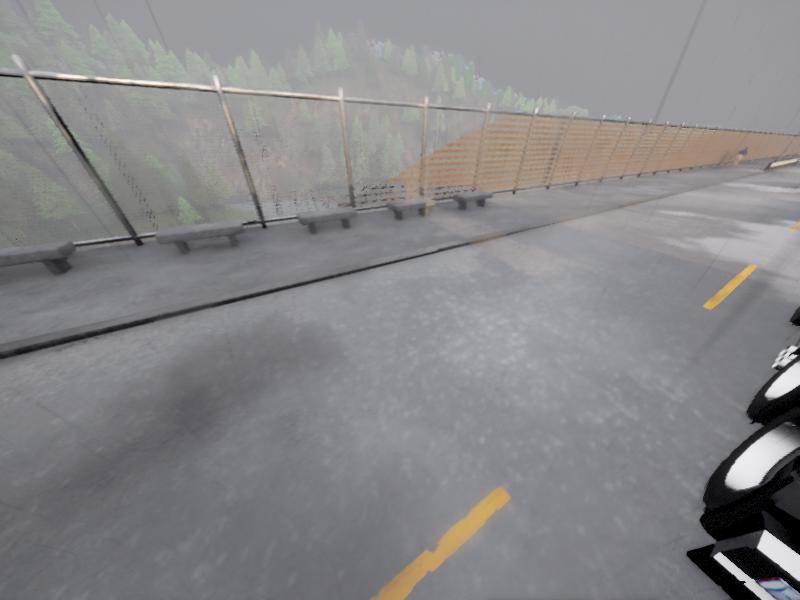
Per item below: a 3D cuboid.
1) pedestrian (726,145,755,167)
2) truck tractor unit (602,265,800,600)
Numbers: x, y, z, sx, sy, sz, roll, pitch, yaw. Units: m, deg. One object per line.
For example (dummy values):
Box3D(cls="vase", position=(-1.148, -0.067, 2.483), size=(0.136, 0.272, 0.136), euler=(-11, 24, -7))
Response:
Box3D(cls="pedestrian", position=(34.753, -14.652, 23.574), size=(0.751, 1.860, 0.751), euler=(-17, 38, -23))
Box3D(cls="truck tractor unit", position=(5.111, -0.300, 0.787), size=(6.516, 4.208, 3.053), euler=(-18, 39, -24))
